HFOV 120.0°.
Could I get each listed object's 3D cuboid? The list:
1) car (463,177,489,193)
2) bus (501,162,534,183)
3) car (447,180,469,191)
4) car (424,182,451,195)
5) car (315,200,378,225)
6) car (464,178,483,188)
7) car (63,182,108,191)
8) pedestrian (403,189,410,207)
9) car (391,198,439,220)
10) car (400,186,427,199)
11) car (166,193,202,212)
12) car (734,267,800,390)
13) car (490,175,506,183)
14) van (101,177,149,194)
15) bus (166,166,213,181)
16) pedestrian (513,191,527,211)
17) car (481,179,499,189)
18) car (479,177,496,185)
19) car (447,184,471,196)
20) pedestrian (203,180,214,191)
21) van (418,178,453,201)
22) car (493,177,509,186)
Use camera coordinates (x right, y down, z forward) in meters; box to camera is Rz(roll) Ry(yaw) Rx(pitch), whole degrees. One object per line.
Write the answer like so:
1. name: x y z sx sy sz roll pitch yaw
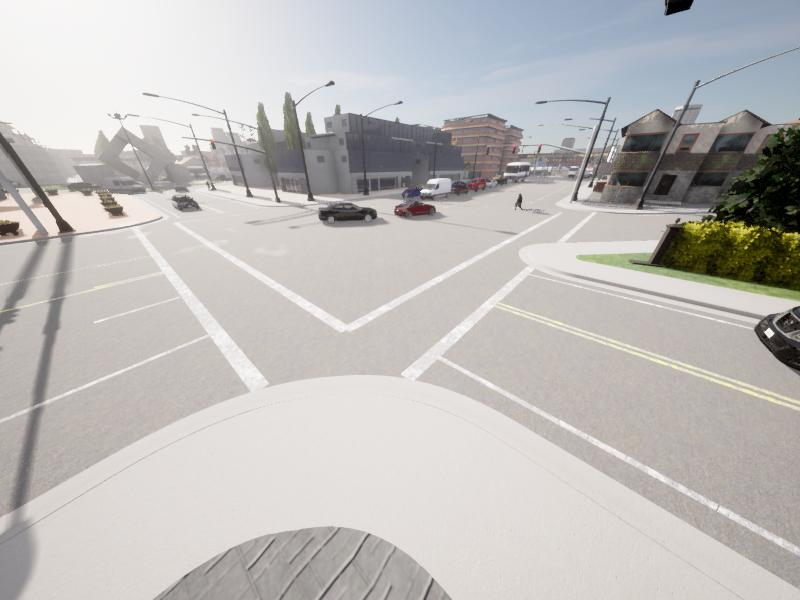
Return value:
1. car: 14.110 -21.390 42.837 2.150 2.045 5.566 23 38 34
2. bus: 29.439 -31.921 57.776 3.944 4.253 10.273 23 38 34
3. car: 11.226 -22.175 44.719 1.882 1.535 5.008 23 38 34
4. car: 6.555 -19.299 39.891 1.930 1.638 5.238 23 38 34
5. car: -4.516 -7.619 19.974 5.008 1.535 1.882 -6 31 -10
6. car: 15.635 -24.946 49.229 1.837 1.490 4.892 23 39 34
7. car: -62.042 -22.431 45.658 4.892 1.490 1.837 -9 31 -16
8. pedestrian: 0.735 -11.820 26.855 0.751 1.860 0.751 3 30 5
9. car: 1.480 -8.897 22.344 4.181 1.385 1.994 -17 34 -27
10. car: 2.081 -16.512 35.329 1.816 1.474 4.193 22 37 34
11. car: -24.281 -11.043 25.962 4.193 1.474 1.816 23 37 34
12. car: 11.035 1.388 3.860 5.566 2.045 2.150 23 37 34
13. car: 24.791 -30.757 58.542 1.882 1.535 5.008 23 38 34
14. van: -48.673 -20.324 40.974 5.915 2.561 1.988 6 30 10
15. bus: -70.909 -42.719 78.042 10.273 4.253 3.944 -6 31 -11
16. pedestrian: 12.599 -10.391 24.346 0.751 1.860 0.751 7 31 11
17. car: 18.509 -23.919 47.486 1.812 1.442 4.674 23 39 34
18. car: 20.489 -27.973 54.171 1.994 1.385 4.181 24 39 35
19. car: 9.896 -18.442 38.570 1.812 1.442 4.674 23 38 34
20. pedestrian: -35.514 -21.201 42.825 0.751 1.860 0.751 17 34 27
21. van: 5.242 -16.133 33.595 1.988 2.561 5.915 23 37 34
22. car: 22.601 -26.542 51.635 1.816 1.474 4.193 23 38 34
